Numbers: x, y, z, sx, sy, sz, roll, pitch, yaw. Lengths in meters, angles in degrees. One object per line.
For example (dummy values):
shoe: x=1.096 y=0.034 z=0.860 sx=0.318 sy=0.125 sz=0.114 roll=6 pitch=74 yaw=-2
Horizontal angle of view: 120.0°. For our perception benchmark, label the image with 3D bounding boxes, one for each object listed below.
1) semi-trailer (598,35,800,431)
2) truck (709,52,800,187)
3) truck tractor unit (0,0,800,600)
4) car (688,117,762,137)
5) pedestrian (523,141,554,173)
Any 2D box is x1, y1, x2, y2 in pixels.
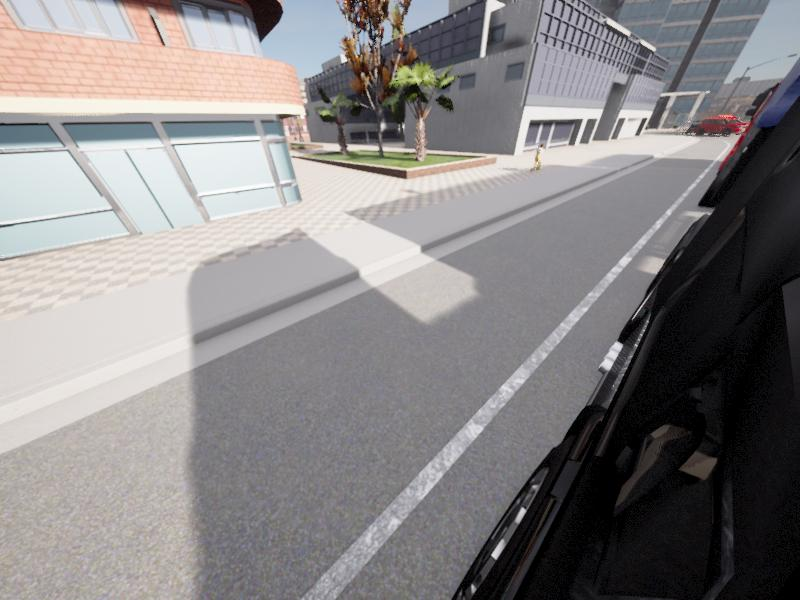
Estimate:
semi-trailer: x=8.727 y=-3.552 z=4.248 sx=14.254 sy=4.402 sz=2.717 roll=-27 pitch=43 yaw=-30
truck: x=17.378 y=-7.734 z=9.967 sx=8.468 sy=3.827 sz=2.891 roll=-28 pitch=43 yaw=-30
truck tractor unit: x=2.645 y=-0.295 z=0.351 sx=6.516 sy=4.208 sz=3.053 roll=-28 pitch=44 yaw=-30
car: x=44.829 y=-24.063 z=32.174 sx=2.150 sy=2.045 sz=5.566 roll=-2 pitch=36 yaw=1
pedestrian: x=6.943 y=-7.208 z=11.657 sx=0.751 sy=1.300 sz=0.751 roll=-22 pitch=41 yaw=-25
